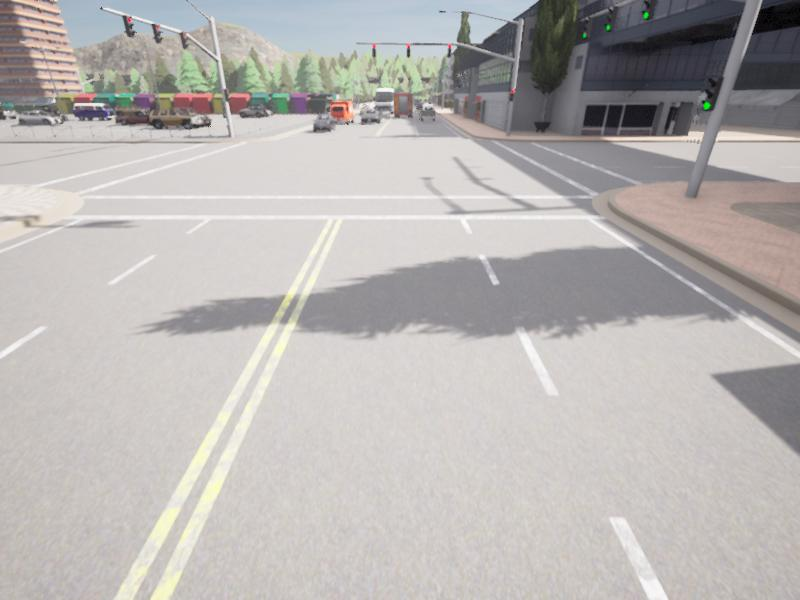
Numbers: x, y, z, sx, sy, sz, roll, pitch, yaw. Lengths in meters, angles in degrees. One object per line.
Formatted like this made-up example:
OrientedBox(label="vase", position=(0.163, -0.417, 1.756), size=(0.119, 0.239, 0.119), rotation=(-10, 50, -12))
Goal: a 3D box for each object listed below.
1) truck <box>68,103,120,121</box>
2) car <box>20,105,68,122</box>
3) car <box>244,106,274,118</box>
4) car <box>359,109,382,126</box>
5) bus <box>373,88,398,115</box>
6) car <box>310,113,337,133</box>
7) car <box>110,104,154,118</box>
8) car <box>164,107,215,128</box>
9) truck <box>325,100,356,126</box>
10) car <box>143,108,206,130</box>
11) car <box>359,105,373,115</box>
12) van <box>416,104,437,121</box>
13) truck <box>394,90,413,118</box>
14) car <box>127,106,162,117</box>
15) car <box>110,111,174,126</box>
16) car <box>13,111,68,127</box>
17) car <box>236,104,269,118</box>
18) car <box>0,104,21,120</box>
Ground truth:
OrientedBox(label="truck", position=(-38.901, -23.904, 50.913), size=(4.478, 2.038, 2.069), rotation=(0, 27, 0))
OrientedBox(label="car", position=(-45.280, -23.815, 50.955), size=(3.866, 1.878, 1.905), rotation=(0, 27, 0))
OrientedBox(label="car", position=(-21.419, -28.663, 60.970), size=(3.806, 1.475, 1.970), rotation=(0, 27, 0))
OrientedBox(label="car", position=(-3.416, -21.754, 47.519), size=(2.152, 1.651, 5.027), rotation=(1, 27, 1))
OrientedBox(label="bus", position=(-2.515, -36.454, 73.417), size=(3.944, 4.253, 10.273), rotation=(1, 27, 1))
OrientedBox(label="car", position=(-7.134, -16.677, 37.677), size=(1.845, 1.501, 3.633), rotation=(0, 27, 1))
OrientedBox(label="car", position=(-38.952, -27.556, 58.276), size=(4.605, 1.855, 1.932), rotation=(0, 27, 0))
OrientedBox(label="car", position=(-21.409, -18.638, 40.805), size=(3.866, 1.878, 1.905), rotation=(0, 27, 0))
OrientedBox(label="truck", position=(-6.919, -22.102, 47.238), size=(2.627, 2.467, 5.204), rotation=(1, 28, 1))
OrientedBox(label="car", position=(-21.465, -17.325, 38.225), size=(4.605, 1.855, 1.932), rotation=(0, 27, 0))
OrientedBox(label="car", position=(-6.167, -34.712, 72.994), size=(1.801, 1.575, 5.366), rotation=(1, 27, 1))
OrientedBox(label="van", position=(3.588, -25.569, 54.519), size=(2.069, 2.038, 4.480), rotation=(-2, 26, -5))
OrientedBox(label="truck", position=(0.602, -31.181, 63.556), size=(2.891, 3.827, 8.468), rotation=(1, 27, 1))
OrientedBox(label="car", position=(-38.886, -28.685, 60.951), size=(3.905, 1.438, 1.784), rotation=(0, 27, 0))
OrientedBox(label="car", position=(-27.848, -19.667, 43.334), size=(5.357, 1.415, 2.033), rotation=(0, 27, 0))
OrientedBox(label="car", position=(-38.874, -19.658, 43.335), size=(3.806, 1.475, 1.970), rotation=(0, 27, 0))
OrientedBox(label="car", position=(-21.432, -27.560, 58.283), size=(3.866, 1.878, 1.905), rotation=(0, 27, 0))
OrientedBox(label="car", position=(-54.017, -25.035, 53.342), size=(4.605, 1.855, 1.932), rotation=(0, 27, 0))
